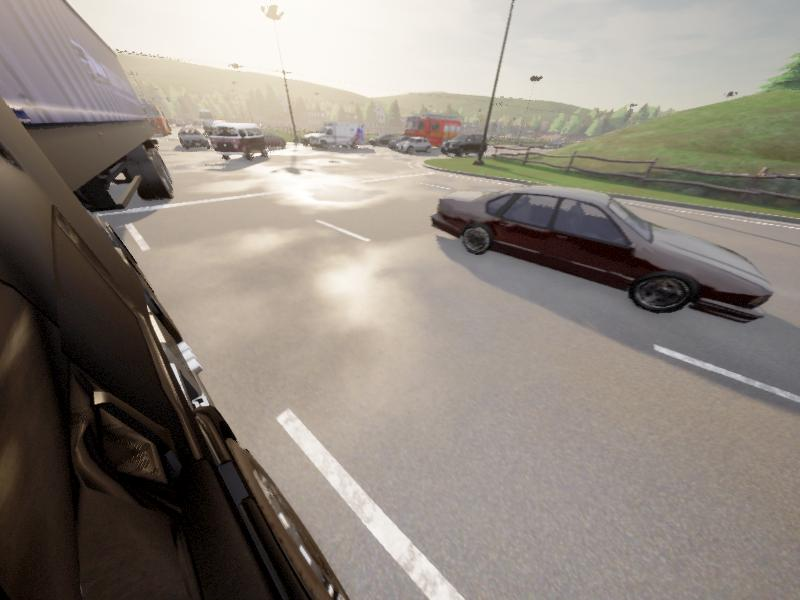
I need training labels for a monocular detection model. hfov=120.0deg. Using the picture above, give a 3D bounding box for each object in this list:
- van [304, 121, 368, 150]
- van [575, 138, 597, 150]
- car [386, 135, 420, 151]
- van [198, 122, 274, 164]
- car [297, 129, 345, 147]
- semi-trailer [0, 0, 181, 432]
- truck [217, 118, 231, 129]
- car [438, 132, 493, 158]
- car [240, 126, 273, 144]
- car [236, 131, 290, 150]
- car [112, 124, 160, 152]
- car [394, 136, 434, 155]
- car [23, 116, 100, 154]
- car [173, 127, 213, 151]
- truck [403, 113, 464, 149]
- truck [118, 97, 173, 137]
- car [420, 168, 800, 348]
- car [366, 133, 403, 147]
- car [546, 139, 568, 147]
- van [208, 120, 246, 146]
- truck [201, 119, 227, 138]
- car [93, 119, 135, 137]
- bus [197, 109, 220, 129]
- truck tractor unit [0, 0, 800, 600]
[{"bbox_3d":[-6.986,-18.558,26.127,6.366,2.431,2.351,-29,47,-35],"label":"van"},{"bbox_3d":[40.838,-34.200,50.702,4.442,1.987,1.775,-21,43,-28],"label":"van"},{"bbox_3d":[0.378,-18.872,27.789,3.633,1.501,1.845,-22,43,-29],"label":"car"},{"bbox_3d":[-10.816,-10.795,15.760,2.069,2.038,4.480,-1,37,-5],"label":"van"},{"bbox_3d":[-9.562,-19.832,28.345,5.027,1.651,2.152,-28,47,-35],"label":"car"},{"bbox_3d":[-7.753,-4.118,4.975,2.717,4.402,14.254,-24,44,-30],"label":"semi-trailer"},{"bbox_3d":[-52.144,-52.268,68.416,2.627,2.467,5.204,-20,42,-28],"label":"truck"},{"bbox_3d":[7.022,-16.554,24.682,5.566,2.045,2.150,-21,43,-28],"label":"car"},{"bbox_3d":[-17.772,-20.447,28.586,2.242,1.667,4.611,-23,44,-31],"label":"car"},{"bbox_3d":[-13.501,-15.945,23.069,1.994,1.385,4.181,15,38,16],"label":"car"},{"bbox_3d":[-20.951,-12.987,18.455,1.882,1.535,5.008,-26,45,-33],"label":"car"},{"bbox_3d":[1.515,-16.725,25.025,3.806,1.475,1.970,-22,43,-29],"label":"car"},{"bbox_3d":[-23.282,-11.608,16.157,1.932,1.855,4.605,-27,46,-33],"label":"car"},{"bbox_3d":[-18.111,-14.109,20.205,1.816,1.474,4.193,-26,45,-33],"label":"car"},{"bbox_3d":[4.793,-23.997,33.050,8.468,3.827,2.891,-21,43,-28],"label":"truck"},{"bbox_3d":[-34.632,-25.126,31.950,2.891,3.827,8.468,-20,42,-28],"label":"truck"},{"bbox_3d":[3.232,-1.435,4.649,5.357,1.411,2.033,27,43,29],"label":"car"},{"bbox_3d":[-2.194,-22.977,33.181,4.792,1.488,2.163,-21,43,-28],"label":"car"},{"bbox_3d":[38.012,-38.011,56.026,4.974,1.542,2.038,-20,42,-28],"label":"car"},{"bbox_3d":[-18.575,-17.912,24.810,2.069,2.038,4.480,-25,45,-32],"label":"van"},{"bbox_3d":[-28.383,-26.133,35.168,2.390,2.098,6.274,-20,42,-28],"label":"truck"},{"bbox_3d":[-36.390,-22.095,29.605,2.152,1.651,5.027,-20,43,-28],"label":"car"},{"bbox_3d":[-57.693,-54.548,69.615,3.944,4.253,10.273,-20,42,-28],"label":"bus"},{"bbox_3d":[-2.645,-0.295,0.351,6.516,4.208,3.053,28,44,30],"label":"truck tractor unit"}]
